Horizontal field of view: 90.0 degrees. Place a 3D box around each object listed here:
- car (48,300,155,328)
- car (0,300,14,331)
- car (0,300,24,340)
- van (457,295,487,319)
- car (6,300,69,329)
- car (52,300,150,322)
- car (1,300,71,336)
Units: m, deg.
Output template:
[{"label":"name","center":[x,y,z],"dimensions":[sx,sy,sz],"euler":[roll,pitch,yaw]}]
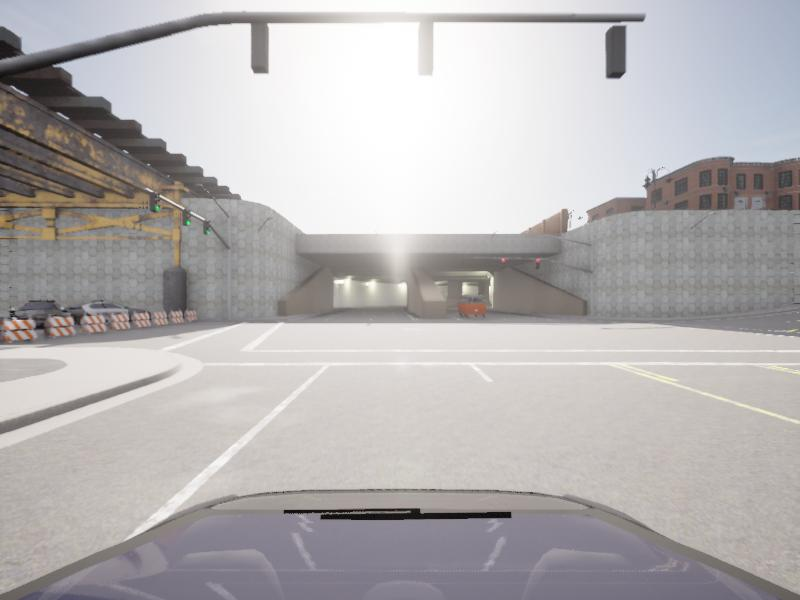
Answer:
[{"label":"car","center":[-18.472,0.783,25.061],"dimensions":[2.038,1.542,4.974],"euler":[0,0,29]},{"label":"car","center":[-17.706,0.630,15.048],"dimensions":[1.853,1.218,4.536],"euler":[0,0,44]},{"label":"car","center":[-17.671,0.788,15.086],"dimensions":[2.038,1.542,4.974],"euler":[0,0,44]},{"label":"van","center":[6.354,0.581,35.825],"dimensions":[1.775,1.987,4.442],"euler":[0,0,-1]},{"label":"car","center":[-17.713,0.628,19.736],"dimensions":[1.853,1.218,4.536],"euler":[0,0,-36]},{"label":"car","center":[-18.497,0.625,25.015],"dimensions":[1.853,1.218,4.536],"euler":[0,0,29]},{"label":"car","center":[-17.682,0.786,19.694],"dimensions":[2.038,1.542,4.974],"euler":[0,0,-36]}]
